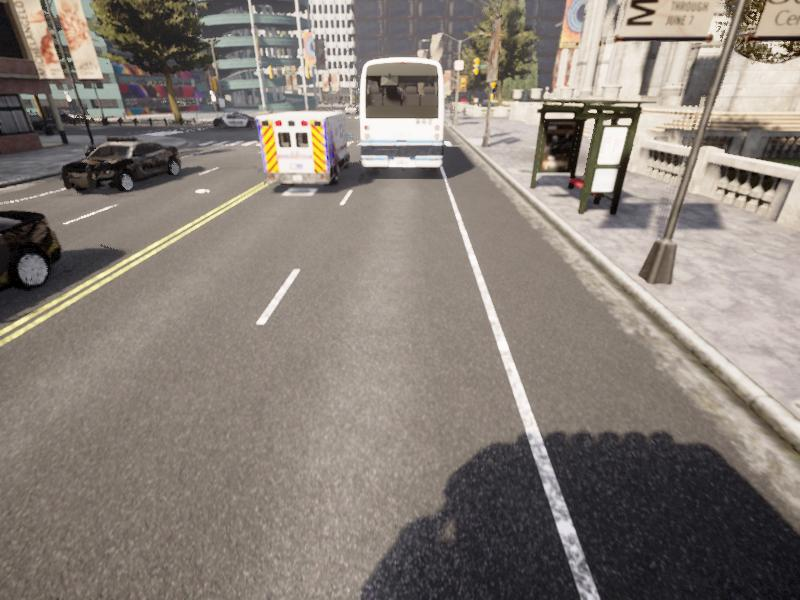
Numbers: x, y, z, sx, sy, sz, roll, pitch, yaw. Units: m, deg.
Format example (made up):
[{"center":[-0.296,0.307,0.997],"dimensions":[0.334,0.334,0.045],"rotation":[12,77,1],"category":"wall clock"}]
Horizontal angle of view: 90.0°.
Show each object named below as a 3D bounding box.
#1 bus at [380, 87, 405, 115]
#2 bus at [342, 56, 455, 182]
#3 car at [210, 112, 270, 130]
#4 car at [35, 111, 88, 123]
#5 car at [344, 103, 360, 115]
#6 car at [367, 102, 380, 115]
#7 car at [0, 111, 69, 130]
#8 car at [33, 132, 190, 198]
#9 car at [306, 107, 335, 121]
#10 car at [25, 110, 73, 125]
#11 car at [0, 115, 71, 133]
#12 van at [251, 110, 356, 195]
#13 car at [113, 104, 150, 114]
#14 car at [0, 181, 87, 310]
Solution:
[{"center":[-1.201,-36.374,73.032],"dimensions":[3.944,4.253,10.273],"rotation":[1,27,1],"category":"bus"},{"center":[0.135,-8.959,19.492],"dimensions":[3.944,4.253,10.273],"rotation":[1,27,2],"category":"bus"},{"center":[-15.751,-17.744,39.668],"dimensions":[4.974,1.542,2.038],"rotation":[-2,27,-4],"category":"car"},{"center":[-42.569,-23.069,50.382],"dimensions":[4.718,1.301,1.895],"rotation":[1,27,1],"category":"car"},{"center":[-8.242,-33.113,69.294],"dimensions":[1.932,1.855,4.605],"rotation":[1,27,2],"category":"car"},{"center":[-4.657,-34.245,71.498],"dimensions":[1.932,1.855,4.605],"rotation":[1,27,2],"category":"car"},{"center":[-36.408,-17.903,39.875],"dimensions":[4.611,1.667,2.242],"rotation":[1,27,2],"category":"car"},{"center":[-10.463,-5.302,15.231],"dimensions":[1.930,1.638,5.238],"rotation":[1,27,2],"category":"car"},{"center":[-10.876,-25.672,55.142],"dimensions":[1.845,1.501,3.633],"rotation":[17,32,29],"category":"car"},{"center":[-41.284,-21.557,47.171],"dimensions":[3.633,1.501,1.845],"rotation":[1,27,2],"category":"car"},{"center":[-33.490,-16.187,36.762],"dimensions":[4.674,1.442,1.812],"rotation":[1,27,2],"category":"car"},{"center":[-3.403,-6.121,15.953],"dimensions":[2.351,2.431,6.366],"rotation":[1,27,2],"category":"van"},{"center":[-47.826,-34.030,71.313],"dimensions":[4.902,1.511,2.128],"rotation":[1,27,2],"category":"car"},{"center":[-7.347,-0.260,5.376],"dimensions":[1.930,1.638,5.238],"rotation":[1,27,2],"category":"car"}]
